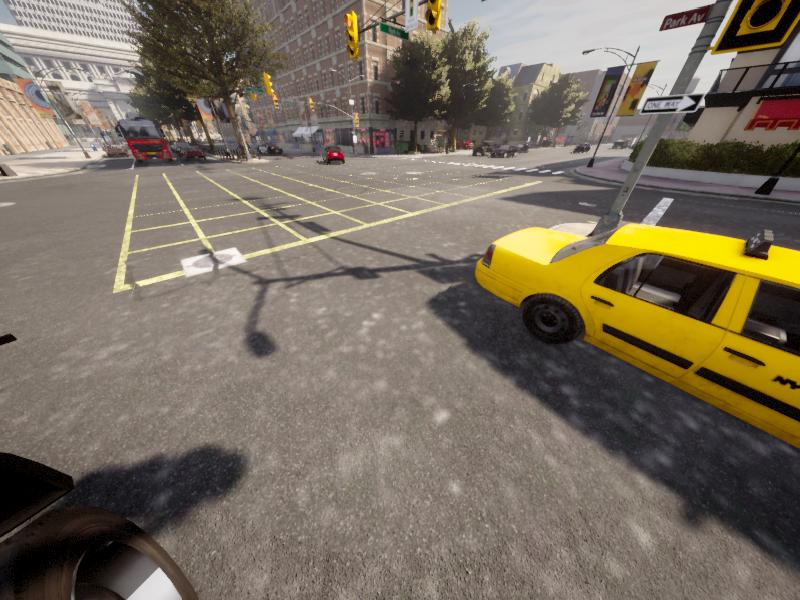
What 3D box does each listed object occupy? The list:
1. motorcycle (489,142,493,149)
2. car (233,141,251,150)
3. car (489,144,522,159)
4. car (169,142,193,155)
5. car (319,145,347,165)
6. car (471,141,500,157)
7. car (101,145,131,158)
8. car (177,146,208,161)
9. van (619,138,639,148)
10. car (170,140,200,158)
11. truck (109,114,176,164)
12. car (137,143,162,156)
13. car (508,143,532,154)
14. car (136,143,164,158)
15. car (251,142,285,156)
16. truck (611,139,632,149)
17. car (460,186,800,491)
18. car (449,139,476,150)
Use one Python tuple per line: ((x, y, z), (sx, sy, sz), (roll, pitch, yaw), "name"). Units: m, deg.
((22.553, -38.275, 57.107), (0.764, 1.277, 2.356), (2, 34, 20), "motorcycle")
((-33.949, -33.166, 49.529), (1.812, 1.442, 4.674), (-28, 44, -34), "car")
((14.370, -20.283, 31.534), (4.892, 1.490, 1.837), (-28, 44, -34), "car")
((-32.921, -22.725, 34.677), (1.970, 1.475, 3.806), (-27, 44, -33), "car")
((-7.176, -15.519, 24.585), (2.007, 1.525, 4.514), (-12, 37, -17), "car")
((12.528, -22.226, 33.937), (3.866, 1.878, 1.905), (-26, 43, -33), "car")
((-36.837, -19.373, 30.036), (1.895, 1.301, 4.718), (-28, 44, -34), "car")
((-24.264, -17.157, 26.987), (1.895, 1.301, 4.718), (-28, 44, -34), "car")
((65.995, -45.167, 66.434), (6.366, 2.431, 2.351), (-27, 43, -33), "van")
((-28.927, -20.319, 31.013), (2.097, 1.767, 4.553), (-28, 44, -34), "car")
((-27.250, -17.095, 24.681), (2.891, 3.827, 8.468), (-28, 44, -34), "truck")
((-36.886, -22.195, 33.990), (1.994, 1.385, 4.181), (-28, 44, -34), "car")
((21.088, -26.540, 40.516), (1.812, 1.442, 4.674), (29, 45, 34), "car")
((-32.422, -19.416, 29.981), (1.970, 1.475, 3.806), (-28, 44, -34), "car")
((-20.171, -23.141, 35.315), (4.974, 1.542, 2.038), (23, 41, 29), "car")
((57.793, -40.701, 60.321), (6.274, 2.098, 2.390), (-28, 44, -34), "truck")
((3.398, 0.203, 2.282), (1.801, 1.575, 5.366), (-24, 42, -30), "car")
((14.071, -35.467, 52.621), (2.150, 2.045, 5.566), (-26, 43, -32), "car")
